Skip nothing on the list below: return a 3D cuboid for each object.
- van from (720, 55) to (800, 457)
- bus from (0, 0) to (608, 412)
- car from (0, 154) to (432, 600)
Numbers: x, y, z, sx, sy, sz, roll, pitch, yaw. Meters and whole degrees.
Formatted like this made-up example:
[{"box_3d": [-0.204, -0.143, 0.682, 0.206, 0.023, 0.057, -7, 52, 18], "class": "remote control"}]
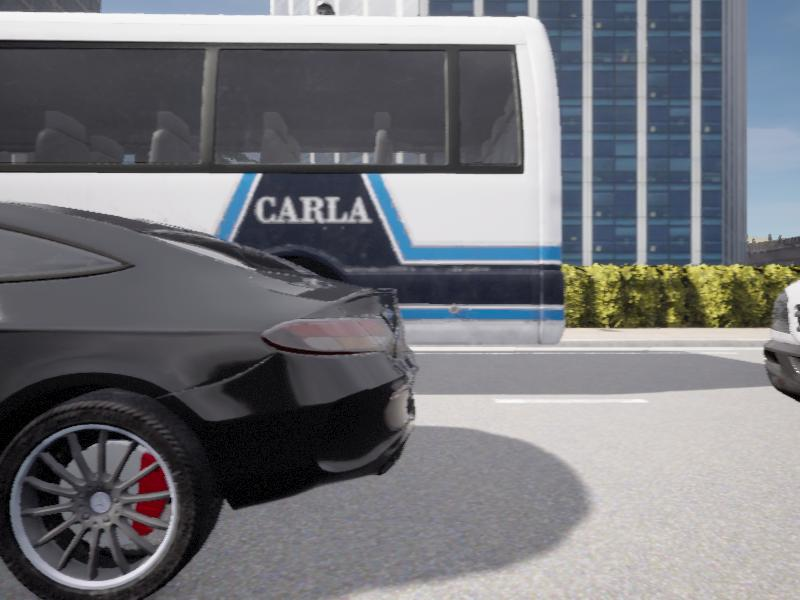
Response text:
[{"box_3d": [5.511, -0.277, 2.207, 5.915, 2.561, 1.988, 0, 0, 0], "class": "van"}, {"box_3d": [-3.288, -1.134, 5.510, 10.273, 4.253, 3.944, 0, 0, 0], "class": "bus"}, {"box_3d": [-2.244, 0.270, 2.134, 4.674, 1.442, 1.812, 0, 0, 0], "class": "car"}]
